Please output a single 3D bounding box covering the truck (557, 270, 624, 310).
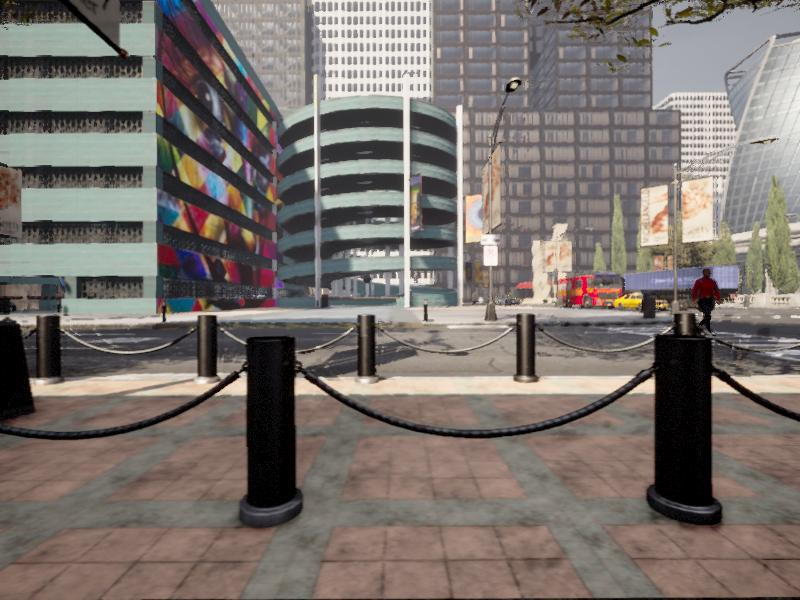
[{"bbox_3d":[19.944,-0.992,42.541,2.891,3.827,8.468,0,0,-1],"label":"truck"}]

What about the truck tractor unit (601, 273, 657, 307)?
[{"bbox_3d":[29.888,-1.229,52.546,3.053,4.208,6.516,0,0,-7],"label":"truck tractor unit"}]

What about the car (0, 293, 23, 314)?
[{"bbox_3d":[-31.248,0.276,29.536,4.786,1.482,2.161,0,0,0],"label":"car"}]

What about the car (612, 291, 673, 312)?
[{"bbox_3d":[19.963,0.130,33.277,1.801,1.575,5.366,0,0,0],"label":"car"}]

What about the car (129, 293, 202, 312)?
[{"bbox_3d":[-19.660,0.193,33.661,4.902,1.511,2.128,0,0,0],"label":"car"}]

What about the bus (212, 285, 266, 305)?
[{"bbox_3d":[-35.211,-1.004,87.821,10.273,4.253,3.944,0,0,0],"label":"bus"}]

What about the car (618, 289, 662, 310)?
[{"bbox_3d":[23.434,-0.038,39.248,1.905,1.878,3.866,0,0,0],"label":"car"}]

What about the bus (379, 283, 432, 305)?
[{"bbox_3d":[1.238,-1.130,79.927,10.273,4.253,3.944,-1,-1,5],"label":"bus"}]

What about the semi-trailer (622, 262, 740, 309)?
[{"bbox_3d":[30.343,-1.330,44.649,2.717,4.402,14.254,0,0,-2],"label":"semi-trailer"}]

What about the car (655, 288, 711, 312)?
[{"bbox_3d":[23.451,-0.038,33.363,1.905,1.878,3.866,0,0,-1],"label":"car"}]

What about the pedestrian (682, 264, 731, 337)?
[{"bbox_3d":[8.106,0.010,10.621,0.751,1.860,0.751,0,0,6],"label":"pedestrian"}]

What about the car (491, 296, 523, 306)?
[{"bbox_3d":[16.394,0.169,61.561,2.038,1.542,4.974,-1,0,-27],"label":"car"}]
